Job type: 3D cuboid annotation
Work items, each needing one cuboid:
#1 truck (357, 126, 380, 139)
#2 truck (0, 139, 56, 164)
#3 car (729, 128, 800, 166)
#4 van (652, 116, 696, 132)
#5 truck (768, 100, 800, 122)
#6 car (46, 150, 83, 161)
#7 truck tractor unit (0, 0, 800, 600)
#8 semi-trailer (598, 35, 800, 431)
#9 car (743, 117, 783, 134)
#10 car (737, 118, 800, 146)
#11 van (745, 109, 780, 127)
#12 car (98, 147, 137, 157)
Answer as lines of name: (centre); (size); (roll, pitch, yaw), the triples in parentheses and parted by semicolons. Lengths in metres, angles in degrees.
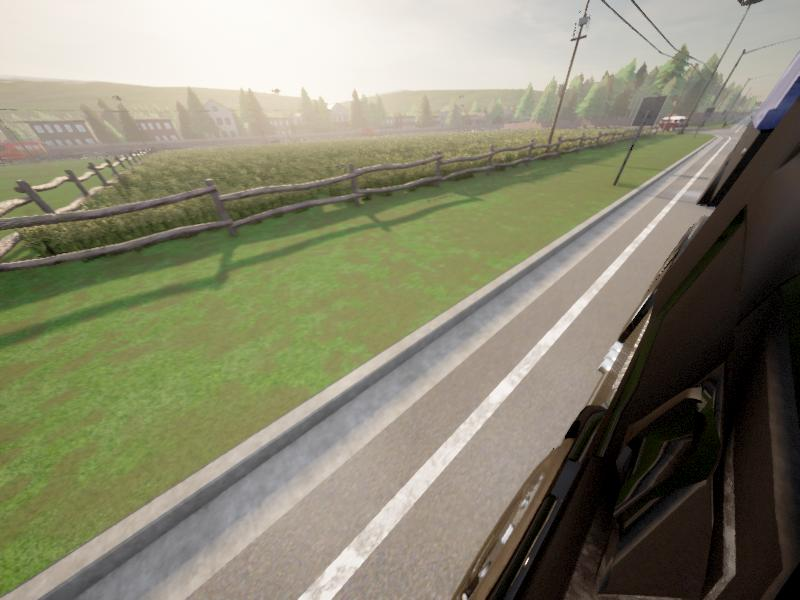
truck: (-11.938, -64.294, 88.596); (8.468, 3.827, 2.891); (-28, 43, -30)
truck: (-80.338, -30.991, 48.149); (8.468, 3.827, 2.891); (-28, 43, -30)
car: (20.120, -8.411, 12.561); (4.181, 1.385, 1.994); (-28, 43, -30)
van: (45.968, -29.570, 38.921); (2.069, 2.038, 4.480); (1, 37, 6)
truck: (93.695, -45.784, 56.095); (8.468, 3.827, 2.891); (-28, 43, -30)
car: (-72.619, -31.380, 50.120); (4.193, 1.474, 1.816); (-28, 43, -30)
truck tractor unit: (2.645, -0.295, 0.351); (6.516, 4.208, 3.053); (-28, 44, -30)
semi-trailer: (8.691, -3.600, 4.251); (14.254, 4.402, 2.717); (-28, 43, -30)
car: (45.922, -22.153, 29.325); (4.792, 1.488, 2.163); (-28, 43, -30)
car: (30.627, -14.088, 19.323); (5.027, 1.651, 2.152); (-28, 43, -30)
van: (64.541, -32.430, 41.181); (6.366, 2.431, 2.351); (-28, 43, -30)
car: (-63.660, -33.463, 52.192); (5.238, 1.638, 1.930); (-28, 43, -30)
